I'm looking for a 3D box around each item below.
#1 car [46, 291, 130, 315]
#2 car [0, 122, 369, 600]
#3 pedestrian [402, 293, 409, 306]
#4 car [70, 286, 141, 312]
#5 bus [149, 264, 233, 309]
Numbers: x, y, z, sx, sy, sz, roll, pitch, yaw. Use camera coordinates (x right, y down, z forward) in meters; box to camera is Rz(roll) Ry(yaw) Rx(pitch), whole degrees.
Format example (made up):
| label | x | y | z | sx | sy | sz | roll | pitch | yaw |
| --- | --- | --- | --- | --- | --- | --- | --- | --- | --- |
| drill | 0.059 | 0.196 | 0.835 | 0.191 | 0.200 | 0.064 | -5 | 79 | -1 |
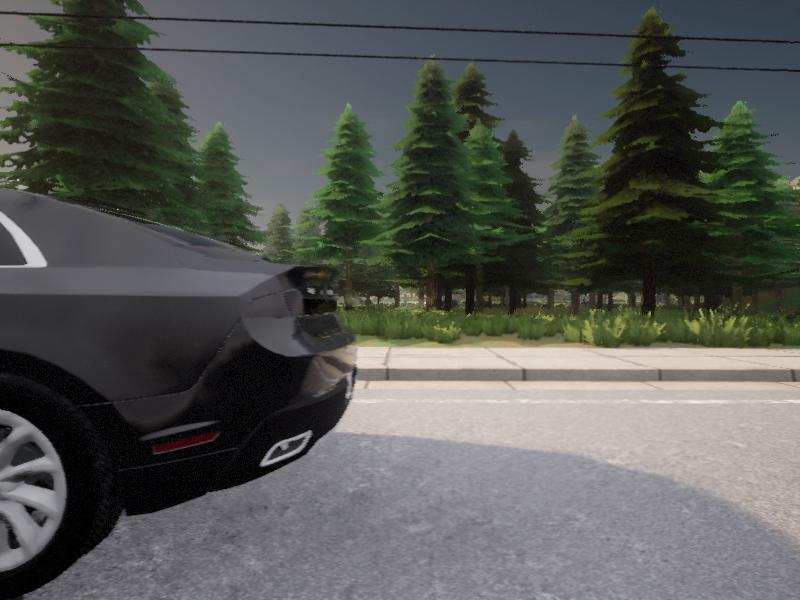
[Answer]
| label | x | y | z | sx | sy | sz | roll | pitch | yaw |
| --- | --- | --- | --- | --- | --- | --- | --- | --- | --- |
| car | -21.183 | 0.192 | 27.495 | 2.163 | 1.488 | 4.792 | 0 | 0 | -2 |
| car | -2.693 | 0.219 | 2.165 | 4.892 | 1.490 | 1.837 | -1 | 0 | 0 |
| pedestrian | 0.757 | -0.077 | 57.603 | 0.751 | 1.860 | 0.751 | 0 | 0 | -17 |
| car | -24.961 | -0.104 | 34.279 | 2.150 | 2.045 | 5.566 | 0 | 0 | -2 |
| bus | -21.937 | -1.194 | 43.101 | 3.944 | 4.253 | 10.273 | 0 | -1 | -2 |
